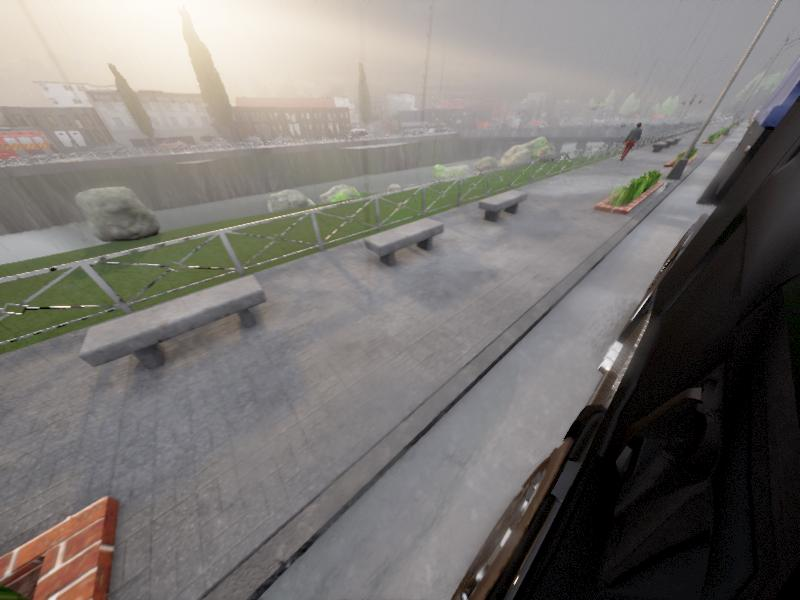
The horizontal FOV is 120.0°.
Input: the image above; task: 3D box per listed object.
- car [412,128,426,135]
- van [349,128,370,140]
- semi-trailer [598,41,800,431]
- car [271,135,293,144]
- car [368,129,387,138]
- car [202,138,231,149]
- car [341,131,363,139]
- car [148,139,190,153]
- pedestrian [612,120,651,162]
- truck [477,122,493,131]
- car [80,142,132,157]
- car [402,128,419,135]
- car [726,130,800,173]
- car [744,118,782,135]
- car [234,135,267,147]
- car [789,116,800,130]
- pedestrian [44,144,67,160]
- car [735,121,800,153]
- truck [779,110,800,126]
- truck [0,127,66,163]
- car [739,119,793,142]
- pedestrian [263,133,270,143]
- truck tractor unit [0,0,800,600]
[{"bbox_3d":[5.647,-49.157,67.496,3.806,1.475,1.970,-28,44,-30],"label":"car"},{"bbox_3d":[-9.980,-41.072,57.137,4.480,2.038,2.069,-28,44,-30],"label":"van"},{"bbox_3d":[8.710,-3.586,4.233,14.254,4.402,2.717,-28,44,-30],"label":"semi-trailer"},{"bbox_3d":[-26.001,-35.446,51.022,3.806,1.475,1.970,-28,44,-30],"label":"car"},{"bbox_3d":[-6.087,-46.110,63.966,4.856,1.649,2.033,-28,44,-30],"label":"car"},{"bbox_3d":[-35.536,-30.368,44.801,3.806,1.475,1.970,-28,44,-30],"label":"car"},{"bbox_3d":[-12.390,-42.753,59.842,5.238,1.638,1.930,-28,44,-30],"label":"car"},{"bbox_3d":[-41.009,-27.516,41.193,5.027,1.651,2.152,-28,44,-30],"label":"car"},{"bbox_3d":[12.908,-8.853,12.925,0.751,1.860,0.751,30,47,35],"label":"pedestrian"},{"bbox_3d":[30.537,-62.823,83.440,5.204,2.467,2.627,-28,44,-30],"label":"truck"},{"bbox_3d":[-47.116,-24.269,37.212,4.856,1.649,2.033,-28,44,-30],"label":"car"},{"bbox_3d":[3.114,-51.001,69.986,4.974,1.542,2.038,-28,44,-30],"label":"car"},{"bbox_3d":[18.157,-7.372,11.282,4.181,1.385,1.994,-28,44,-30],"label":"car"},{"bbox_3d":[42.250,-20.236,26.954,4.193,1.474,1.816,-28,44,-30],"label":"car"},{"bbox_3d":[-30.799,-32.962,47.849,5.238,1.638,1.930,-28,44,-30],"label":"car"},{"bbox_3d":[56.602,-24.735,32.134,4.193,1.474,1.816,-28,44,-30],"label":"car"},{"bbox_3d":[-49.004,-21.120,32.894,0.751,1.860,0.751,2,37,6],"label":"pedestrian"},{"bbox_3d":[25.736,-11.470,16.176,4.514,1.525,2.007,-28,44,-30],"label":"car"},{"bbox_3d":[69.815,-32.018,40.564,6.274,2.098,2.390,-28,44,-30],"label":"truck"},{"bbox_3d":[-54.412,-21.280,31.817,8.468,3.827,2.891,-28,44,-30],"label":"truck"},{"bbox_3d":[33.791,-15.756,21.424,4.514,1.525,2.007,-28,44,-30],"label":"car"},{"bbox_3d":[-31.611,-38.317,54.647,0.751,1.860,0.751,-32,46,-33],"label":"pedestrian"},{"bbox_3d":[2.645,-0.295,0.351,6.516,4.208,3.053,-28,44,-30],"label":"truck tractor unit"}]
